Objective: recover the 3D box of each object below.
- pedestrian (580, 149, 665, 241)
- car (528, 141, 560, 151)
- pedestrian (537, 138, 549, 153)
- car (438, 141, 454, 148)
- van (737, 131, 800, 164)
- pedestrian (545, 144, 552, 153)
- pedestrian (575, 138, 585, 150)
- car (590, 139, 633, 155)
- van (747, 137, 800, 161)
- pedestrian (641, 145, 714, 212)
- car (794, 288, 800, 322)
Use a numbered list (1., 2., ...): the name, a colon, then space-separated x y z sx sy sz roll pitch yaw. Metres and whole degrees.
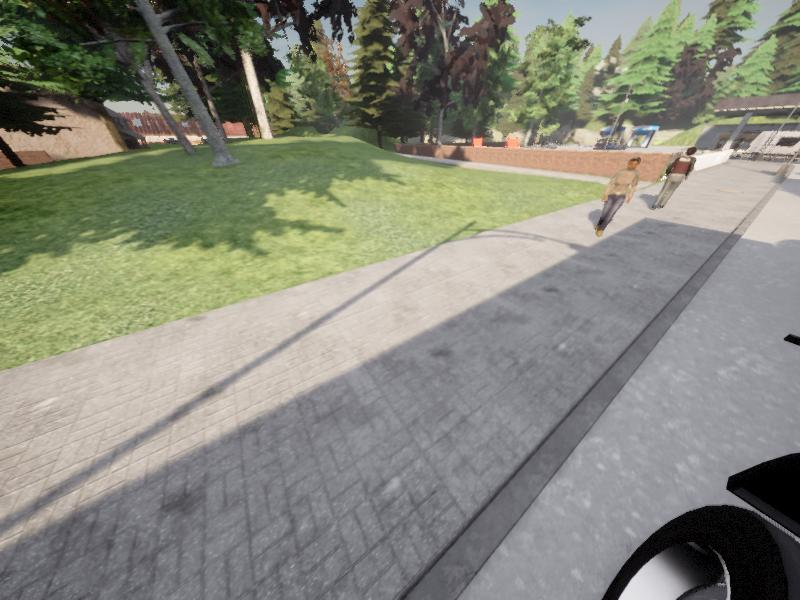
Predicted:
1. pedestrian: 5.279 -2.526 5.610 0.751 1.860 0.751 25 42 31
2. car: 27.608 -29.562 44.352 1.812 1.442 4.674 -22 40 -27
3. pedestrian: 22.707 -24.532 36.675 0.751 1.860 0.751 -21 40 -27
4. car: 12.394 -42.330 62.886 1.816 1.474 4.193 -21 40 -27
5. van: 38.238 -14.744 22.310 1.988 2.561 5.915 -1 35 -5
6. pedestrian: 23.523 -24.018 36.599 0.500 1.100 0.500 -16 38 -21
7. pedestrian: 34.844 -30.199 44.646 0.751 1.860 0.751 -30 45 -35
8. car: 31.097 -22.654 34.142 1.905 1.878 3.866 -21 40 -27
9. van: 41.920 -16.188 24.760 2.069 2.038 4.480 -3 35 -6
10. pedestrian: 9.247 -4.073 7.772 0.751 1.860 0.751 -25 42 -31
11. car: 8.166 -0.458 3.304 4.181 1.385 1.994 -21 40 -27
